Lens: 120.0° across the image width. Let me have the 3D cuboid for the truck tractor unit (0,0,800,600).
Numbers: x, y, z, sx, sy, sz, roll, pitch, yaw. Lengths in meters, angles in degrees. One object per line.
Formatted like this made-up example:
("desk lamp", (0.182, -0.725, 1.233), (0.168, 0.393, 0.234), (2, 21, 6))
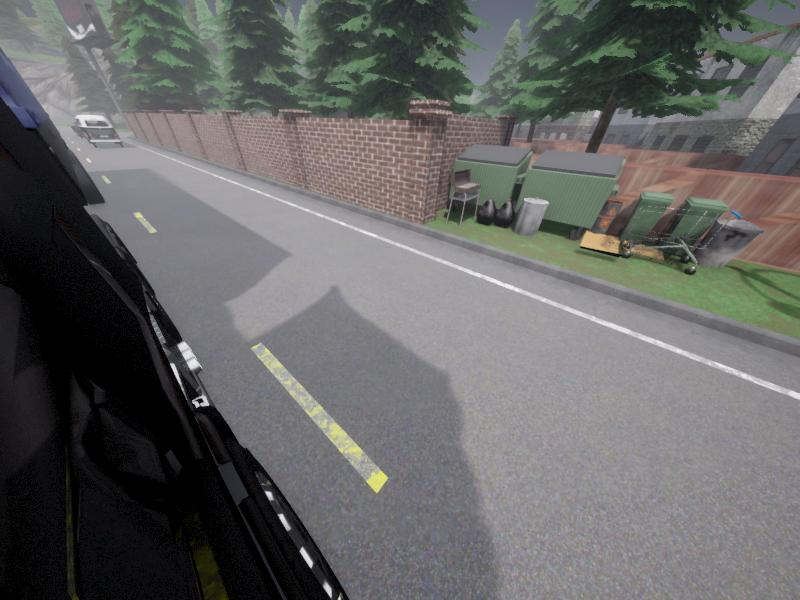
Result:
("truck tractor unit", (-2.645, -0.295, 0.351), (6.516, 4.208, 3.053), (28, 44, 30))

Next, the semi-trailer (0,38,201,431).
("semi-trailer", (-8.670, -3.627, 4.252), (14.254, 4.402, 2.717), (29, 44, 30))

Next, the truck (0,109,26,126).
("truck", (-65.202, -29.662, 37.388), (6.274, 2.098, 2.390), (13, 38, 13))

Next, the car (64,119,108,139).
("car", (-33.806, -18.407, 24.842), (4.892, 1.490, 1.837), (26, 42, 27))

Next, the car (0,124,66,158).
("car", (-22.689, -9.786, 14.140), (4.181, 1.385, 1.994), (28, 44, 30))

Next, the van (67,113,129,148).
("van", (-24.683, -13.854, 18.891), (4.480, 2.038, 2.069), (28, 44, 29))
